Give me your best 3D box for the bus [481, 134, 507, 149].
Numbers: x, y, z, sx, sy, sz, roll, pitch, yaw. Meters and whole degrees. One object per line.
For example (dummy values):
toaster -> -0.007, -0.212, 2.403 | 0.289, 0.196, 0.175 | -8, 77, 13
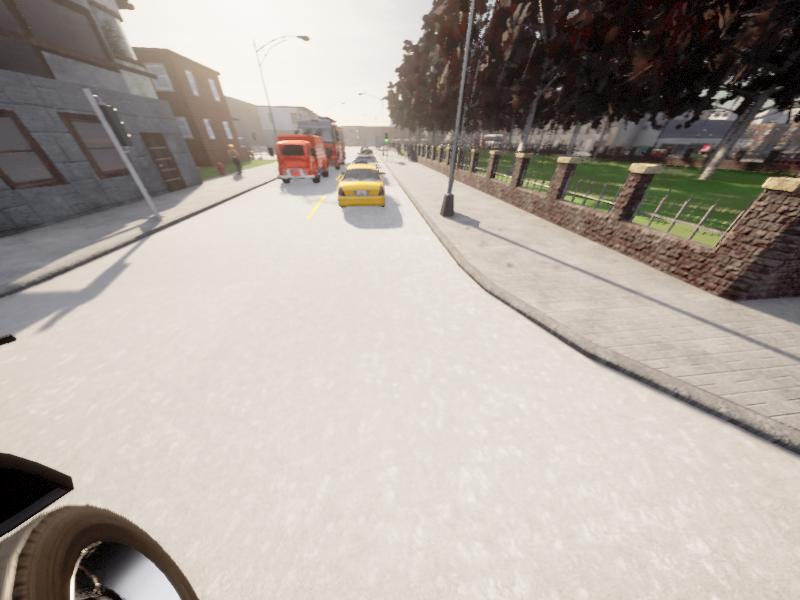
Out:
bus -> 33.676, -57.035, 83.240 | 3.944, 4.253, 10.273 | -3, 35, -6

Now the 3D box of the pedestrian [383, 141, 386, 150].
pedestrian -> -4.248, -42.019, 62.750 | 0.751, 1.860, 0.751 | -2, 35, -4

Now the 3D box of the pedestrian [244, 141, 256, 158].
pedestrian -> -19.242, -19.292, 29.651 | 0.751, 1.860, 0.751 | -17, 39, -24

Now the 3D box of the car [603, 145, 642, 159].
car -> 39.666, -26.496, 41.316 | 1.932, 1.855, 4.605 | -3, 35, -6

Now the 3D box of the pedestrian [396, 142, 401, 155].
pedestrian -> -0.262, -25.561, 39.053 | 0.751, 1.860, 0.751 | -3, 35, -6

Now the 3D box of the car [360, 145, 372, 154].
car -> -6.752, -30.097, 46.147 | 1.994, 1.385, 4.181 | -3, 35, -5

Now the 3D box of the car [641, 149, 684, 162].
car -> 40.472, -22.378, 35.737 | 1.970, 1.475, 3.806 | -3, 35, -6

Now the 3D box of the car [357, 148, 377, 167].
car -> -3.493, -15.236, 24.604 | 1.845, 1.501, 3.633 | -4, 35, -7

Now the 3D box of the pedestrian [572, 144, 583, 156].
pedestrian -> 34.332, -29.024, 44.664 | 0.751, 1.860, 0.751 | -3, 35, -5

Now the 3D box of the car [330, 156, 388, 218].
car -> -1.587, -5.137, 10.007 | 1.801, 1.575, 5.366 | -3, 35, -5

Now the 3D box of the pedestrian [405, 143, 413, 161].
pedestrian -> 1.115, -18.771, 29.273 | 0.751, 1.860, 0.751 | -4, 35, -6

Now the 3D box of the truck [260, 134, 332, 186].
truck -> -6.271, -9.154, 14.946 | 2.627, 2.467, 5.204 | -3, 35, -6

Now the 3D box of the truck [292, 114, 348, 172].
truck -> -7.047, -14.808, 21.905 | 2.891, 3.827, 8.468 | -3, 35, -5

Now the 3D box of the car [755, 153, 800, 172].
car -> 42.031, -14.811, 24.770 | 1.789, 1.549, 3.705 | -3, 35, -6

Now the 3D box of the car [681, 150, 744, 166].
car -> 41.196, -18.873, 30.645 | 2.007, 1.525, 4.514 | -3, 35, -6

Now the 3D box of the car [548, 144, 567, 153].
car -> 40.978, -39.619, 60.278 | 1.905, 1.878, 3.866 | -3, 35, -6

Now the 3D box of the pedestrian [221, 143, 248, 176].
pedestrian -> -11.333, -9.680, 15.925 | 0.751, 1.860, 0.751 | -4, 35, -7

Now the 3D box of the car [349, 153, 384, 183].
car -> -2.394, -9.599, 16.601 | 2.033, 1.411, 5.357 | -4, 35, -6
